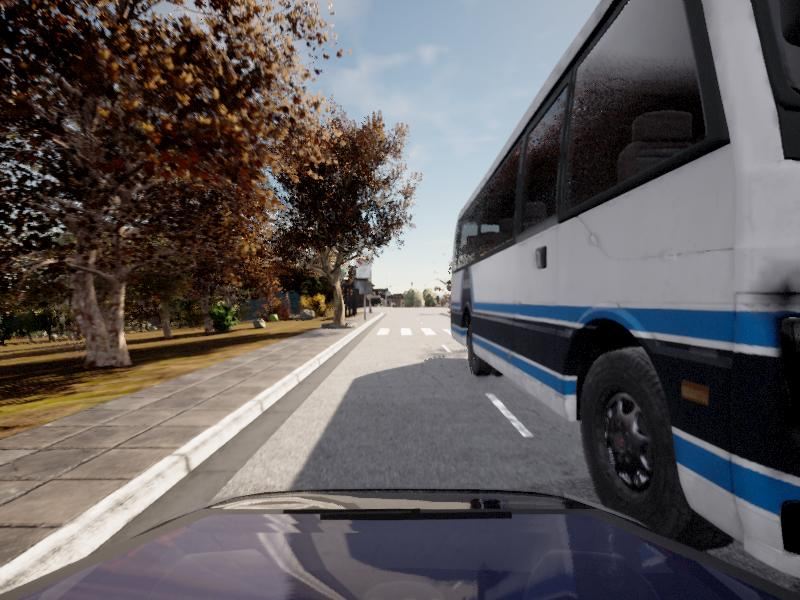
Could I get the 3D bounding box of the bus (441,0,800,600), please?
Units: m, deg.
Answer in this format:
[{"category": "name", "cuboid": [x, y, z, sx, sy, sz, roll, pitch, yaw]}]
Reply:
[{"category": "bus", "cuboid": [3.123, -0.536, 6.168, 3.944, 4.253, 10.273, 0, 0, 0]}]
